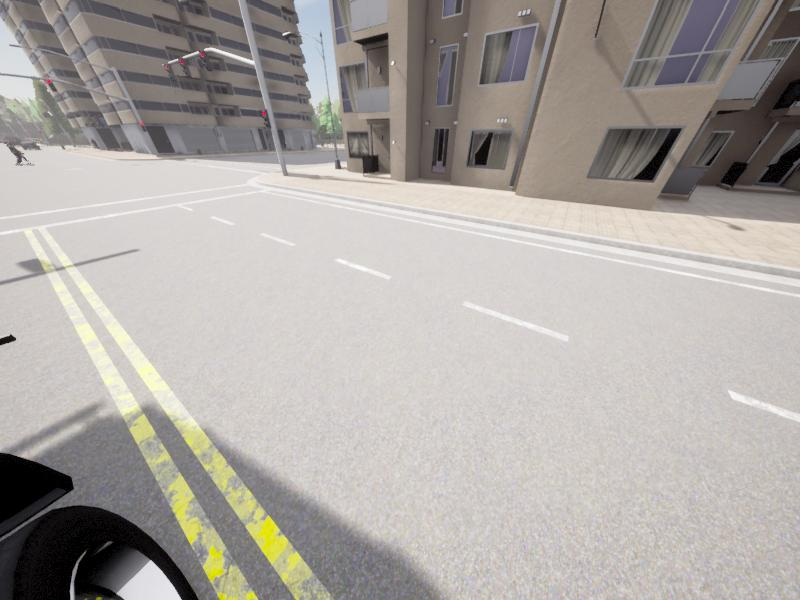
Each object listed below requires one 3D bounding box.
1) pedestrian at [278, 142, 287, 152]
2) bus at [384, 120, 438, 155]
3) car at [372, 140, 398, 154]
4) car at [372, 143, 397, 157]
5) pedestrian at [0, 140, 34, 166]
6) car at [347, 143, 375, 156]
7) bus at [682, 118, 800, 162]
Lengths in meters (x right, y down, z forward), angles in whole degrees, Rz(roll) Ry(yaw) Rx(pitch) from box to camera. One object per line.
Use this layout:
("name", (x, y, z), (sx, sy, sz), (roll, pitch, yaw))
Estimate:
("pedestrian", (-19.975, -26.084, 39.365), (0.751, 1.300, 0.751), (21, 40, 27))
("bus", (2.070, -26.738, 38.194), (3.944, 4.253, 10.273), (21, 40, 26))
("car", (-2.425, -25.374, 38.286), (1.932, 1.855, 4.605), (21, 40, 26))
("car", (-2.202, -21.722, 33.406), (1.845, 1.501, 3.633), (21, 40, 26))
("pedestrian", (-34.393, -13.207, 20.759), (0.751, 1.860, 0.751), (20, 40, 26))
("car", (-5.707, -22.315, 34.270), (1.970, 1.475, 3.806), (21, 40, 26))
("bus", (46.955, -21.445, 30.906), (3.944, 4.253, 10.273), (-16, 38, -23))
